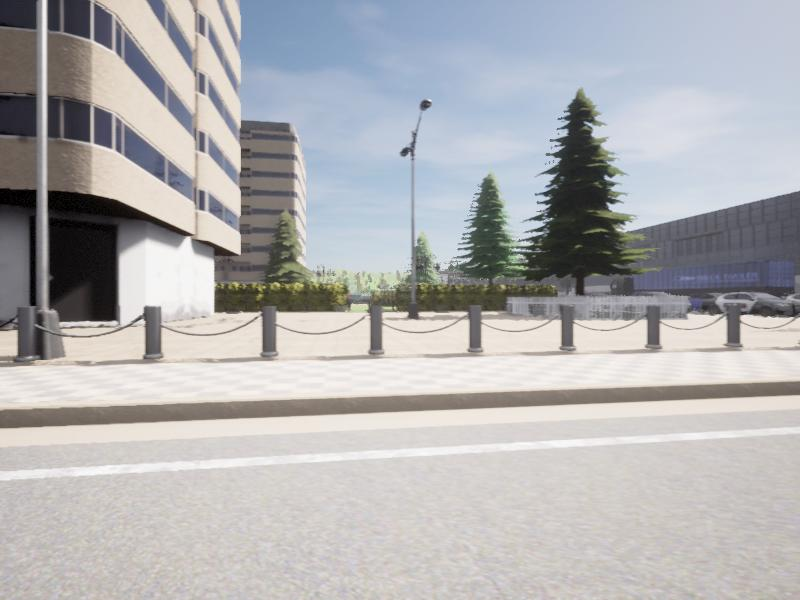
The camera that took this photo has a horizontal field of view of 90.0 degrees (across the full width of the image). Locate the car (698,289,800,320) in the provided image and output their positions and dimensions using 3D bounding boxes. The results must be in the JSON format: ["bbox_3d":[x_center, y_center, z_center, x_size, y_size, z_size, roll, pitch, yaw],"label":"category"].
[{"bbox_3d":[20.047,0.226,22.709,2.038,1.542,4.974,0,0,-9],"label":"car"}]

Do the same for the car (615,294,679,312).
[{"bbox_3d":[21.663,0.236,35.385,2.128,1.511,4.902,0,0,-9],"label":"car"}]

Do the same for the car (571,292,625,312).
[{"bbox_3d":[17.945,0.156,36.542,2.242,1.667,4.611,0,0,-9],"label":"car"}]

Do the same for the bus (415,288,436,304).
[{"bbox_3d":[6.855,-1.132,109.825,3.944,4.253,10.273,0,0,-8],"label":"bus"}]

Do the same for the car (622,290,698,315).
[{"bbox_3d":[19.004,0.178,29.587,2.033,1.649,4.856,0,0,-9],"label":"car"}]

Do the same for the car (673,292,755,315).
[{"bbox_3d":[22.619,0.229,29.086,2.007,1.525,4.514,0,0,-9],"label":"car"}]

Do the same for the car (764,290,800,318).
[{"bbox_3d":[23.666,0.227,22.181,2.038,1.542,4.974,0,0,-9],"label":"car"}]

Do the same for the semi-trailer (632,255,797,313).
[{"bbox_3d":[28.371,-1.219,37.866,2.717,4.402,14.254,0,0,-9],"label":"semi-trailer"}]

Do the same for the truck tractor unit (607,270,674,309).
[{"bbox_3d":[27.182,-1.122,45.690,3.053,4.208,6.516,0,0,-9],"label":"truck tractor unit"}]
